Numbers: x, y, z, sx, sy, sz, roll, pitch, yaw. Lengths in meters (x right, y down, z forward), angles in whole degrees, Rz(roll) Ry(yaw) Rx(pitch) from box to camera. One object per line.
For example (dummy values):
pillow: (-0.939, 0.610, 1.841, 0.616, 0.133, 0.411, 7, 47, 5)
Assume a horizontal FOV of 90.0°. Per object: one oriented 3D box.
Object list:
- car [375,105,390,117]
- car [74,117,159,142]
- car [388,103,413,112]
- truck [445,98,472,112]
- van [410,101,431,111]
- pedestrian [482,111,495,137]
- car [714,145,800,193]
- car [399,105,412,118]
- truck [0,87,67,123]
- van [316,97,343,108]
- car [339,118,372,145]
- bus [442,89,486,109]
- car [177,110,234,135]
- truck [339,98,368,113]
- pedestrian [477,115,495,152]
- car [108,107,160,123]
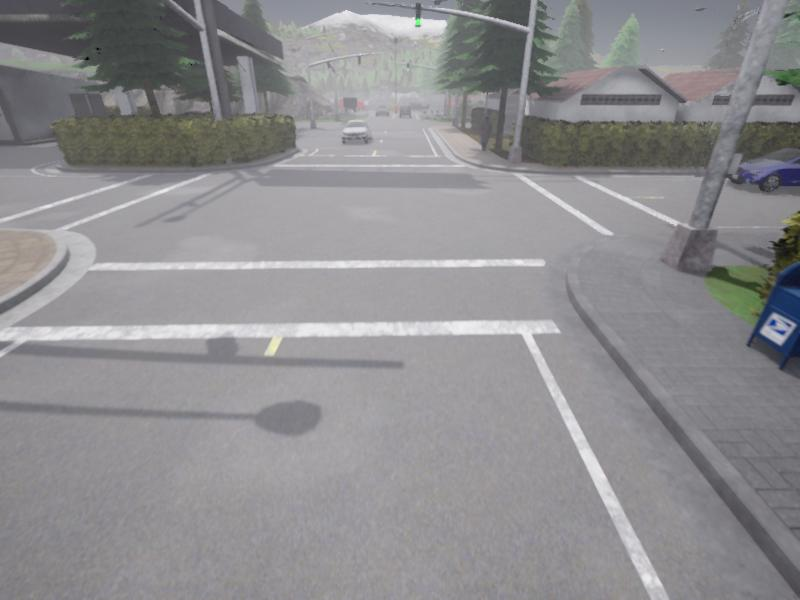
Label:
car: (-2.691, -29.298, 61.851, 2.038, 1.542, 4.974, 0, 27, 1)
car: (-21.781, -13.226, 30.971, 4.611, 1.667, 2.242, 0, 27, 0)
car: (0.177, -39.251, 81.618, 5.008, 1.535, 1.882, 1, 27, 1)
truck: (12.275, -41.158, 84.345, 5.204, 2.467, 2.627, 1, 27, 1)
van: (4.268, -41.016, 84.569, 4.442, 1.987, 1.775, 1, 27, 1)
pedestrian: (7.033, -14.016, 31.828, 0.751, 1.860, 0.751, 0, 27, 1)
car: (14.943, -5.001, 15.195, 4.193, 1.474, 1.816, 0, 27, 1)
car: (0.773, -27.983, 59.284, 1.789, 1.549, 3.705, 0, 27, 1)
truck: (-46.709, -23.776, 48.864, 8.468, 3.827, 2.891, 1, 27, 1)
van: (-18.201, -51.035, 103.460, 6.366, 2.431, 2.351, 1, 27, 1)
car: (-3.152, -12.426, 29.373, 1.812, 1.442, 4.674, 0, 27, 1)
bus: (15.763, -49.876, 99.341, 10.273, 4.253, 3.944, 1, 27, 1)
car: (-17.391, -15.941, 35.896, 3.866, 1.878, 1.905, 0, 27, 0)
truck: (-9.034, -38.150, 78.421, 5.204, 2.467, 2.627, 1, 27, 1)
pedestrian: (4.712, -9.152, 21.996, 0.751, 1.860, 0.751, 3, 27, 6)
car: (-32.587, -22.718, 49.088, 4.553, 1.767, 2.097, 1, 27, 1)
